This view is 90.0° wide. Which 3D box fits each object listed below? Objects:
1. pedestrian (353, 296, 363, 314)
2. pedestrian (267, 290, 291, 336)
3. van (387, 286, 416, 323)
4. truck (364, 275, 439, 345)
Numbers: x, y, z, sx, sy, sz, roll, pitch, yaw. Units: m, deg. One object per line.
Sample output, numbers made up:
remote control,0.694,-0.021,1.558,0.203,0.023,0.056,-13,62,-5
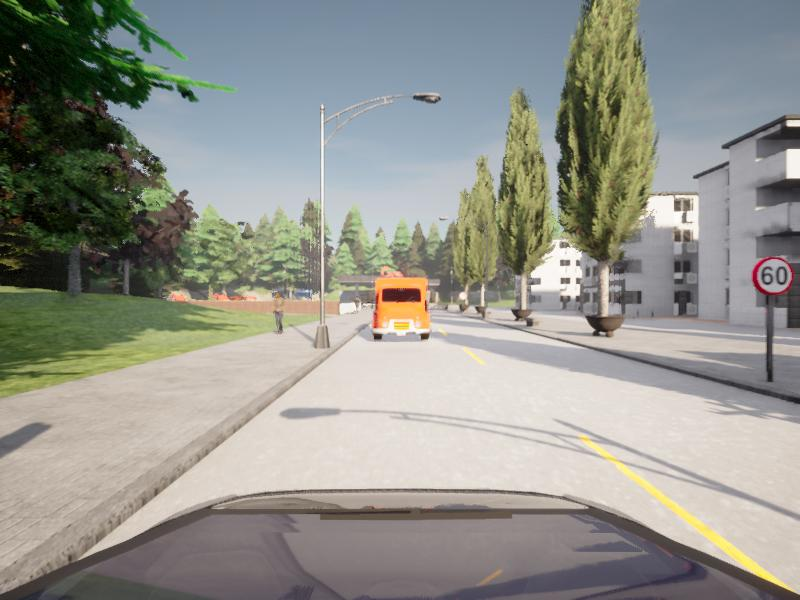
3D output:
pedestrian,-4.355,0.498,41.217,0.751,1.860,0.751,0,0,32
pedestrian,-5.005,0.519,16.586,0.751,1.860,0.751,0,0,1
van,0.103,0.296,30.341,1.988,2.561,5.915,0,0,0
truck,0.049,0.342,16.705,2.627,2.467,5.204,0,0,0
